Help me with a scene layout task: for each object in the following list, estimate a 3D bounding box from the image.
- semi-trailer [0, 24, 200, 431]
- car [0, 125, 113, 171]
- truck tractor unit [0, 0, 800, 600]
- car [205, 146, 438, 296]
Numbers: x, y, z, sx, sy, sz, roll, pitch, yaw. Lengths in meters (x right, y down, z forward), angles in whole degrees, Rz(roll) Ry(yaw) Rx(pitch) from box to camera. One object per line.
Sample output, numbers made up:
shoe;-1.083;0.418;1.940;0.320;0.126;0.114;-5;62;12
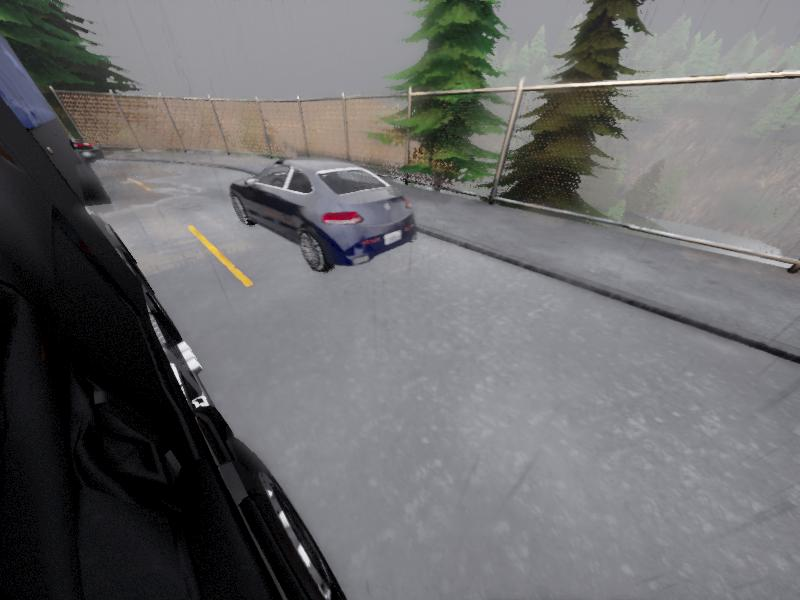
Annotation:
semi-trailer;-8.614;-3.659;4.312;14.254;4.402;2.717;29;44;31
car;-17.848;-7.207;10.900;4.974;1.542;2.038;-3;38;-8
truck tractor unit;-2.645;-0.295;0.351;6.516;4.208;3.053;28;44;30
car;-1.953;-2.248;5.183;5.027;1.651;2.152;30;44;31
